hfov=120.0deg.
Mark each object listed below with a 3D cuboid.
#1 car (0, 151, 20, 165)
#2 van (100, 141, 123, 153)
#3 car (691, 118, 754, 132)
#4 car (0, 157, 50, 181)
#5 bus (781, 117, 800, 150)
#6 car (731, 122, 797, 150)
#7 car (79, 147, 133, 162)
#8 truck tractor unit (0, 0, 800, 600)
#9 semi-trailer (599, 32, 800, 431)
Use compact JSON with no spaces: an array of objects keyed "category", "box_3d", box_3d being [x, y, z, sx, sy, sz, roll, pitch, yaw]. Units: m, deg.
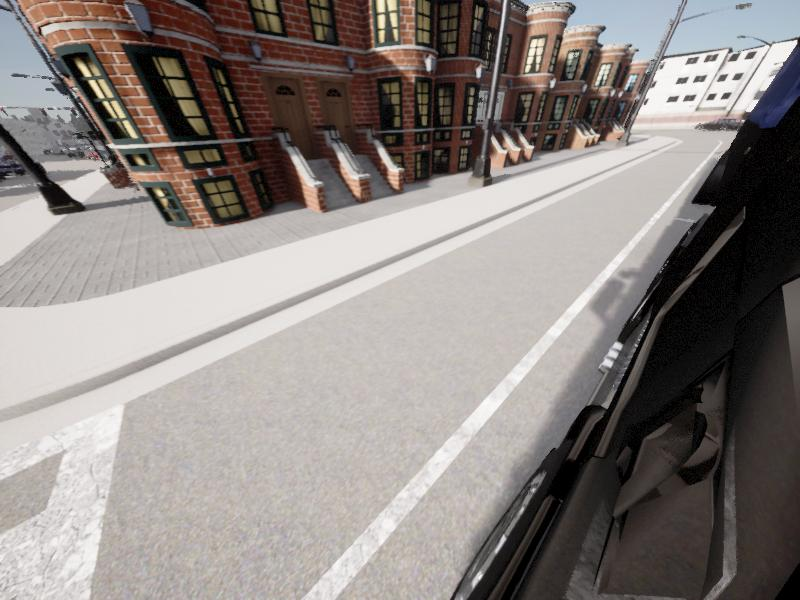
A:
[{"category":"car","box_3d":[-64.741,-22.942,37.289,2.033,1.649,4.856,-28,44,-30]},{"category":"van","box_3d":[-75.905,-40.400,60.799,2.351,2.431,6.366,-28,44,-30]},{"category":"car","box_3d":[47.509,-25.937,34.265,2.033,1.411,5.357,-5,37,-3]},{"category":"car","box_3d":[-33.653,-11.638,20.390,1.895,1.301,4.718,-28,44,-30]},{"category":"bus","box_3d":[30.620,-12.504,14.921,10.273,4.253,3.944,-30,45,-32]},{"category":"car","box_3d":[27.427,-12.534,17.561,5.357,1.411,2.033,-29,44,-30]},{"category":"car","box_3d":[-43.943,-21.886,34.627,4.514,1.525,2.007,-11,38,-11]},{"category":"truck tractor unit","box_3d":[2.645,-0.295,0.351,6.516,4.208,3.053,-28,44,-30]},{"category":"semi-trailer","box_3d":[8.644,-3.635,4.289,14.254,4.402,2.717,-29,44,-30]}]
